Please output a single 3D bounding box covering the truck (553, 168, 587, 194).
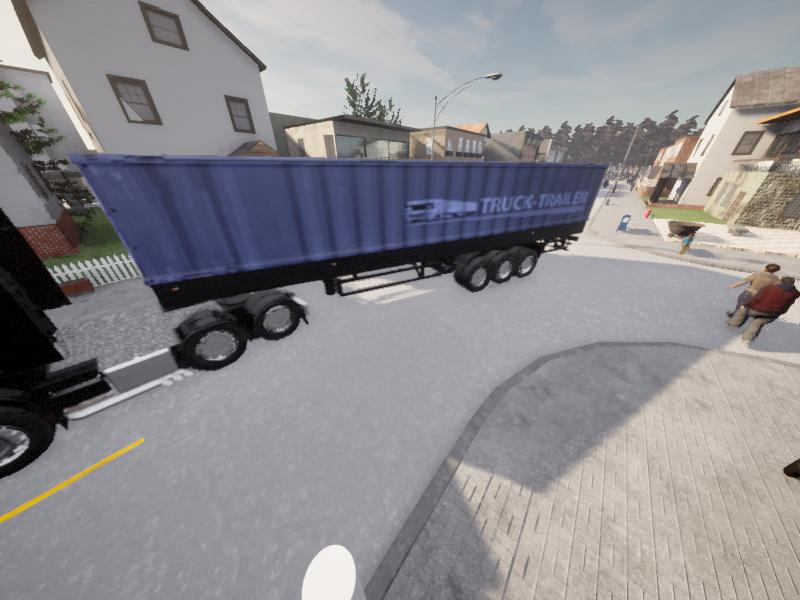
[{"bbox_3d":[30.933,-21.820,41.975,2.891,3.827,8.468,23,37,34],"label":"truck"}]

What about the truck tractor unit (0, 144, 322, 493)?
[{"bbox_3d":[-5.537,-0.330,4.353,3.053,4.208,6.516,23,37,34],"label":"truck tractor unit"}]

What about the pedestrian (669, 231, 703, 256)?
[{"bbox_3d":[14.197,-2.804,11.488,0.500,1.100,0.500,7,31,11],"label":"pedestrian"}]

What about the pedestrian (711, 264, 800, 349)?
[{"bbox_3d":[9.110,0.173,5.797,0.751,1.860,0.751,22,37,33],"label":"pedestrian"}]

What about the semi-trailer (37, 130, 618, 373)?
[{"bbox_3d":[1.061,-2.498,7.900,14.254,4.402,2.717,-14,32,-23],"label":"semi-trailer"}]

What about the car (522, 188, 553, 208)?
[{"bbox_3d":[16.653,-12.450,27.928,1.930,1.638,5.238,22,37,33],"label":"car"}]

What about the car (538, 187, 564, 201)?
[{"bbox_3d":[21.579,-15.203,32.970,1.994,1.385,4.181,23,37,34],"label":"car"}]

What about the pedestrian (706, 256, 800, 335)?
[{"bbox_3d":[9.626,-0.125,6.313,0.751,1.860,0.751,23,37,35],"label":"pedestrian"}]
